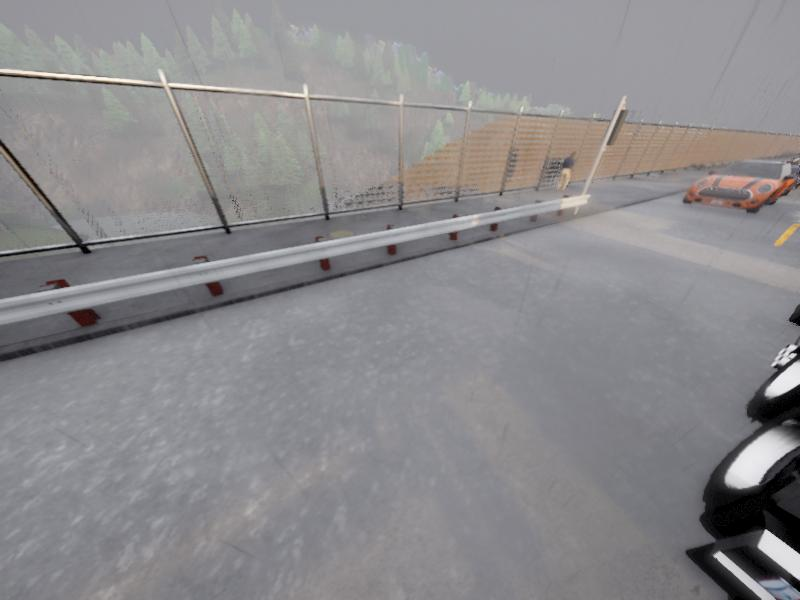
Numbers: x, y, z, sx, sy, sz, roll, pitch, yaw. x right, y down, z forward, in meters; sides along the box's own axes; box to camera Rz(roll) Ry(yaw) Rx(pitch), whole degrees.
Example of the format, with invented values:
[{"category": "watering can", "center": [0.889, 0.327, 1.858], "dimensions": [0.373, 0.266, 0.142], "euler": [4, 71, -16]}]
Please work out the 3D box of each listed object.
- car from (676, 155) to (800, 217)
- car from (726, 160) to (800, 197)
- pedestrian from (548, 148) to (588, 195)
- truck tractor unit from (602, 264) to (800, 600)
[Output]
[{"category": "car", "center": [14.454, -4.948, 9.697], "dimensions": [4.553, 1.767, 2.097], "euler": [-18, 39, -24]}, {"category": "car", "center": [20.789, -6.855, 12.875], "dimensions": [4.181, 1.385, 1.994], "euler": [-18, 39, -25]}, {"category": "pedestrian", "center": [8.041, -6.189, 11.137], "dimensions": [0.751, 1.860, 0.751], "euler": [-19, 39, -26]}, {"category": "truck tractor unit", "center": [5.112, -0.298, 0.784], "dimensions": [6.516, 4.208, 3.053], "euler": [-18, 39, -24]}]
